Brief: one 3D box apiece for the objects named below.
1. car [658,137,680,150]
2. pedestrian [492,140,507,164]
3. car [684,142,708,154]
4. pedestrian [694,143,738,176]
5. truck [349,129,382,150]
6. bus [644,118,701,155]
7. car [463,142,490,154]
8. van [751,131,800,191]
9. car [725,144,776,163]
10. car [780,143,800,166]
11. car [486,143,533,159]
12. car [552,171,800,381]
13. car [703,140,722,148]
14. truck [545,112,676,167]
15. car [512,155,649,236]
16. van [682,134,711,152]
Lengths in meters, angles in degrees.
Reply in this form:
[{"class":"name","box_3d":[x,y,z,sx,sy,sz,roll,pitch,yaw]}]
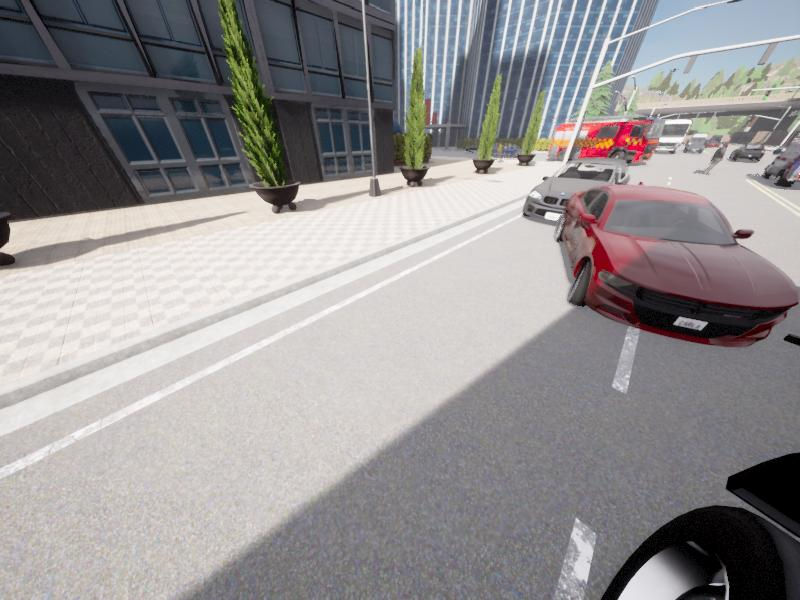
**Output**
[{"class":"car","box_3d":[56.436,-32.911,48.493,2.150,2.045,5.566,29,44,35]},{"class":"pedestrian","box_3d":[9.472,-14.171,22.083,0.751,1.860,0.751,20,40,27]},{"class":"car","box_3d":[46.271,-23.844,36.200,1.812,1.442,4.674,30,45,35]},{"class":"pedestrian","box_3d":[21.342,-9.549,15.669,0.751,1.860,0.751,10,36,14]},{"class":"truck","box_3d":[-8.359,-38.446,55.376,8.468,3.827,2.891,29,44,35]},{"class":"bus","box_3d":[43.143,-25.932,36.758,3.944,4.253,10.273,29,45,35]},{"class":"car","box_3d":[12.851,-25.659,38.975,3.705,1.549,1.789,29,45,35]},{"class":"van","box_3d":[22.371,-7.507,12.304,2.351,2.431,6.366,28,44,34]},{"class":"car","box_3d":[37.593,-15.939,24.969,2.128,1.511,4.902,29,45,35]},{"class":"car","box_3d":[37.717,-13.220,20.958,2.242,1.667,4.611,29,45,35]},{"class":"car","box_3d":[14.097,-19.387,29.979,4.856,1.649,2.033,29,45,35]},{"class":"car","box_3d":[4.359,-1.251,4.325,1.882,1.535,5.008,15,38,21]},{"class":"car","box_3d":[70.768,-35.291,52.321,1.994,1.385,4.181,29,45,35]},{"class":"truck","box_3d":[19.985,-15.878,23.022,2.891,3.827,8.468,-18,39,-23]},{"class":"car","box_3d":[6.169,-3.794,7.833,4.611,1.667,2.242,-29,43,-34]},{"class":"van","box_3d":[51.716,-27.487,40.386,1.988,2.561,5.915,29,45,35]}]
